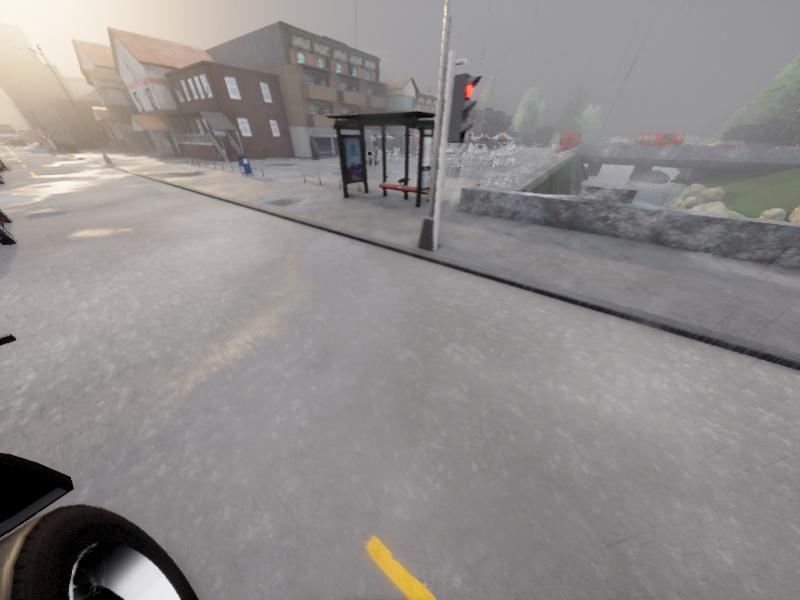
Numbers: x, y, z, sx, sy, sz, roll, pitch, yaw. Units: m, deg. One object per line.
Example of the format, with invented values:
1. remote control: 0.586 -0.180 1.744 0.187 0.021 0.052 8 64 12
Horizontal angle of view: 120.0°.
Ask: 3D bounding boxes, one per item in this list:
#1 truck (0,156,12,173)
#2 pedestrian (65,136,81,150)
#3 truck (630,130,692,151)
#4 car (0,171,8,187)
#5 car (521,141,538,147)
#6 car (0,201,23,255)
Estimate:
1. truck: -30.157 -10.214 15.889 5.204 2.467 2.627 22 41 28
2. pedestrian: -54.473 -26.162 38.479 0.751 1.860 0.751 22 41 28
3. truck: 60.580 -37.309 54.068 8.468 3.827 2.891 22 41 28
4. car: -22.907 -6.791 12.066 4.181 1.385 1.994 23 41 28
5. car: 39.552 -47.775 70.677 4.193 1.474 1.816 22 41 28
6. car: -11.418 -2.063 5.568 4.718 1.301 1.895 22 41 28
